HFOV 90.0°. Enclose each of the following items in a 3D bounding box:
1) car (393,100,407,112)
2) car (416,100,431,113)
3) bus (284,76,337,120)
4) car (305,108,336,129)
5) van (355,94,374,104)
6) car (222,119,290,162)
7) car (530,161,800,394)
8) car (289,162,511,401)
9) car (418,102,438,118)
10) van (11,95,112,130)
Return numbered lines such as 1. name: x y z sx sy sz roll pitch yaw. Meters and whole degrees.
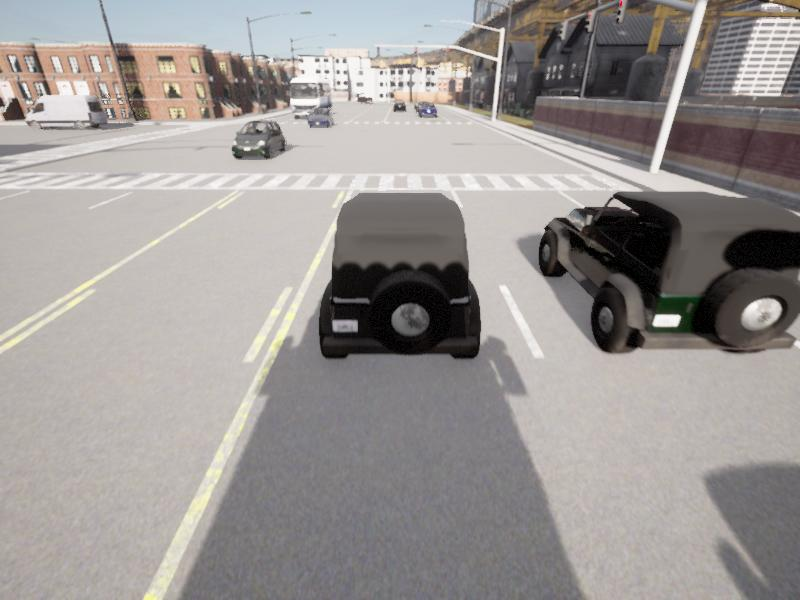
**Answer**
1. car: -0.038 -30.435 62.751 2.163 1.488 4.792 0 28 0
2. car: 3.465 -28.958 59.880 1.882 1.535 5.008 0 28 0
3. bus: -10.407 -24.381 48.230 3.944 4.253 10.273 0 28 0
4. car: -7.018 -16.233 35.708 1.816 1.474 4.193 0 28 0
5. van: -8.399 -47.909 95.403 2.069 2.038 4.480 -22 35 -36
6. car: -7.013 -8.061 20.008 1.851 1.617 3.988 0 28 0
7. car: 3.500 -0.691 5.687 1.905 1.878 3.866 0 28 0
8. car: 0.000 -0.640 5.584 1.905 1.878 3.866 0 28 0
9. car: 3.470 -23.893 50.149 2.152 1.651 5.027 0 28 0
10. van: -28.069 -15.634 33.391 5.915 2.561 1.988 0 28 0
